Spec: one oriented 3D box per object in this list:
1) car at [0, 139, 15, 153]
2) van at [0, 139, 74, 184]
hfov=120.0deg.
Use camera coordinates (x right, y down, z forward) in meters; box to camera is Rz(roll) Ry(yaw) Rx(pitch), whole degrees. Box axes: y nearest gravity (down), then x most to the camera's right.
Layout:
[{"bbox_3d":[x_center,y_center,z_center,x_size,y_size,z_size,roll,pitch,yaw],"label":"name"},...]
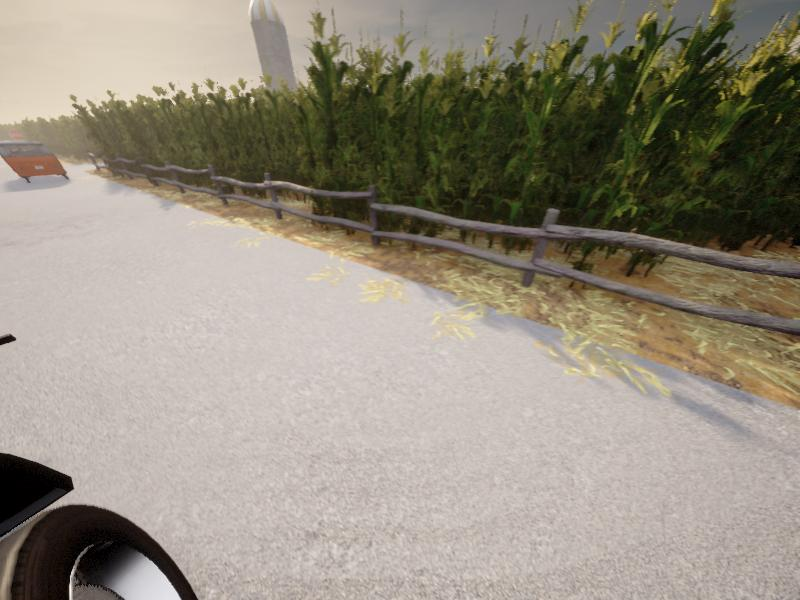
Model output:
[{"bbox_3d":[-61.798,-23.504,35.318,4.611,1.667,2.242,21,40,27],"label":"car"},{"bbox_3d":[-22.312,-8.448,13.945,4.442,1.987,1.775,21,40,27],"label":"van"}]
